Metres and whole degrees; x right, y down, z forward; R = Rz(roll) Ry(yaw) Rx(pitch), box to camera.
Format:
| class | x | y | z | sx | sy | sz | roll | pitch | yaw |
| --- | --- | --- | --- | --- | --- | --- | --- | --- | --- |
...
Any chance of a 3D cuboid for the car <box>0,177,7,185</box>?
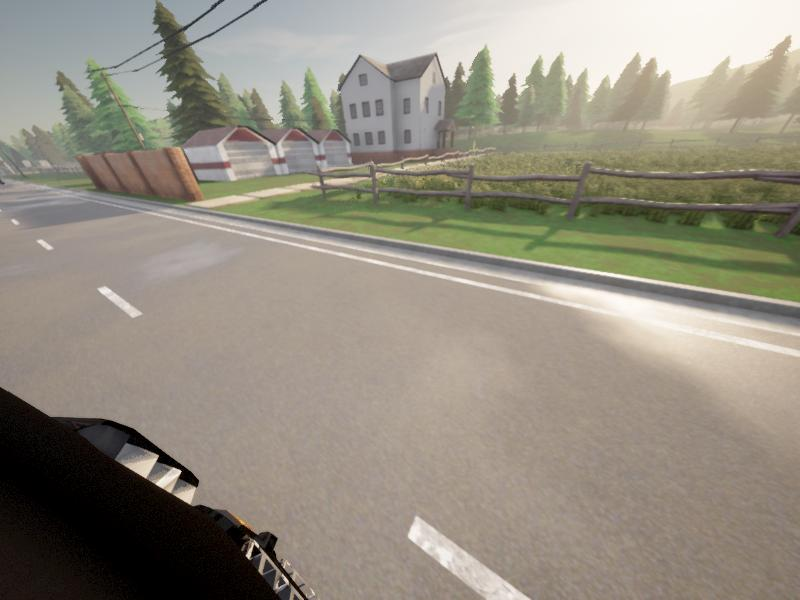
| class | x | y | z | sx | sy | sz | roll | pitch | yaw |
| --- | --- | --- | --- | --- | --- | --- | --- | --- | --- |
| car | -58.525 | -17.328 | 32.516 | 5.566 | 2.045 | 2.150 | 16 | 38 | 26 |
